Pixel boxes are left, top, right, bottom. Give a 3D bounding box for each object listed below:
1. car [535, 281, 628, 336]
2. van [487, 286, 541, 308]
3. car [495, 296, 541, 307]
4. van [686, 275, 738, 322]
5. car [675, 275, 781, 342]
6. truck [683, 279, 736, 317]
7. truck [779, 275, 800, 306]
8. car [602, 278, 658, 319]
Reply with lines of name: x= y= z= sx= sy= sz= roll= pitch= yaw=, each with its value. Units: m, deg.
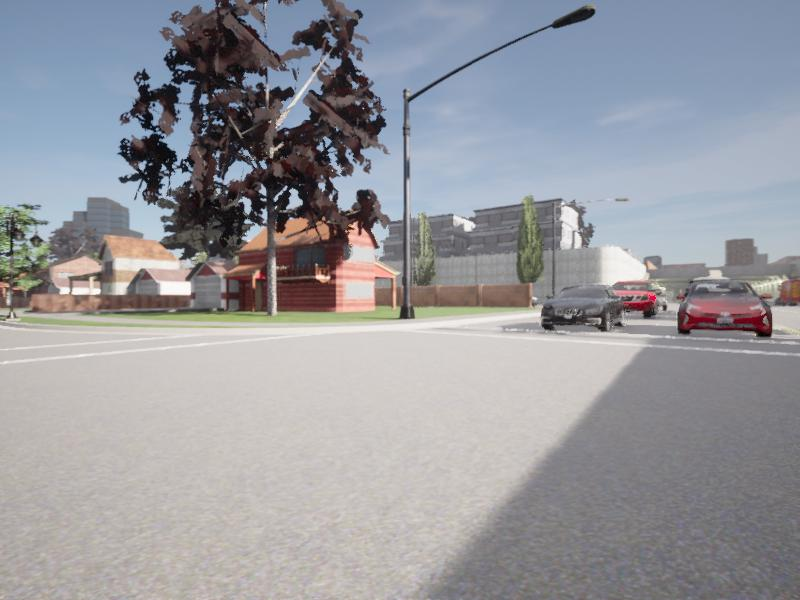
car: x=6.213 y=0.220 z=13.338 sx=1.837 sy=1.490 sz=4.892 roll=0 pitch=0 yaw=36
van: x=13.685 y=-0.357 z=48.280 sx=5.915 sy=2.561 sz=1.988 roll=0 pitch=0 yaw=36
car: x=15.182 y=0.208 z=51.523 sx=5.357 sy=1.411 sz=2.033 roll=0 pitch=0 yaw=36
van: x=14.968 y=-0.061 z=19.328 sx=1.775 sy=1.987 sz=4.442 roll=0 pitch=0 yaw=36
car: x=9.299 y=0.196 z=11.626 sx=2.007 sy=1.525 sz=4.514 roll=0 pitch=0 yaw=36
truck: x=19.413 y=-0.138 z=25.214 sx=2.390 sy=2.098 sz=6.274 roll=0 pitch=0 yaw=37
truck: x=52.327 y=-1.143 z=52.369 sx=2.891 sy=3.827 sz=8.468 roll=0 pitch=0 yaw=36
car: x=13.191 y=-0.087 z=22.748 sx=2.150 sy=2.045 sz=5.566 roll=0 pitch=0 yaw=37
